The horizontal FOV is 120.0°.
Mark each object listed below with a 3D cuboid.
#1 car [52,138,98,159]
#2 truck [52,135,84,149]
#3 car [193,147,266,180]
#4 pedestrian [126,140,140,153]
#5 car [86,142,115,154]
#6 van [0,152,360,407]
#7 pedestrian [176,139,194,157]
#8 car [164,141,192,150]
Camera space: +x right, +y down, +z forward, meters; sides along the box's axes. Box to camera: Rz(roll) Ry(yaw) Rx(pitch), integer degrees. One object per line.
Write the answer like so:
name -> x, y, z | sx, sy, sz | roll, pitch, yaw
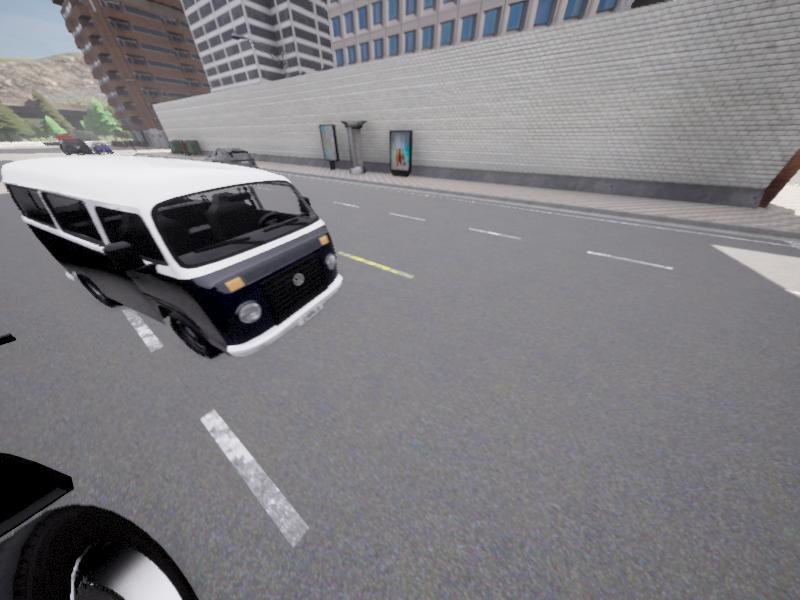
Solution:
car -> -41.873, -19.581, 29.755 | 5.566, 2.045, 2.150 | 22, 41, 28
truck -> -75.531, -36.112, 52.706 | 2.627, 2.467, 5.204 | -27, 43, -33
car -> -12.072, -9.791, 16.360 | 4.856, 1.649, 2.033 | 22, 41, 28
pedestrian -> -45.183, -26.026, 39.114 | 0.751, 1.860, 0.751 | -21, 40, -27
car -> -47.544, -24.105, 36.645 | 4.193, 1.474, 1.816 | 22, 41, 28
van -> -3.136, -0.824, 3.306 | 4.480, 2.038, 2.069 | 15, 38, 20
pedestrian -> -27.055, -19.158, 29.089 | 0.751, 1.860, 0.751 | 23, 41, 29
car -> -48.664, -33.956, 50.667 | 1.789, 1.549, 3.705 | 22, 41, 28
